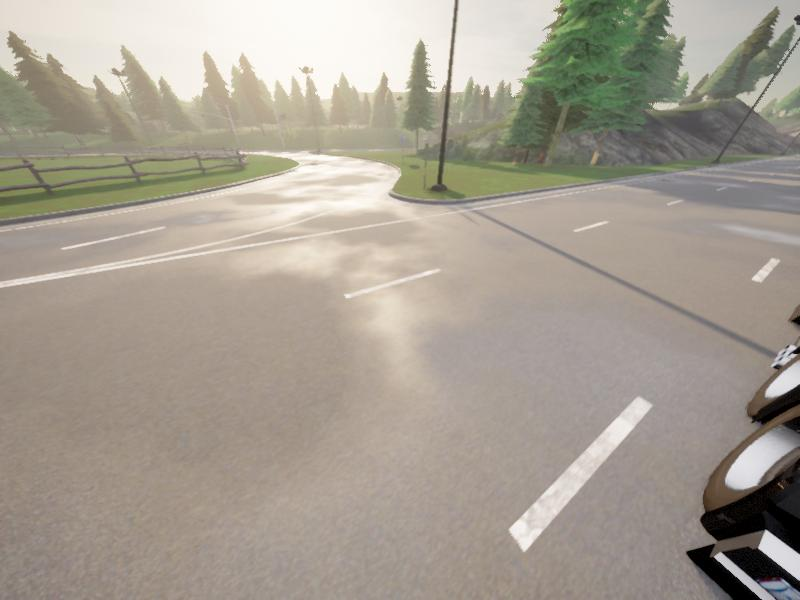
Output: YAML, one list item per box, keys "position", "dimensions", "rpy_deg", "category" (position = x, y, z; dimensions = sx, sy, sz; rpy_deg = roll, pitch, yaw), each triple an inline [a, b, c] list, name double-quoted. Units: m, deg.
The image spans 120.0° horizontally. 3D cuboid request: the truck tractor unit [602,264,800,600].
- position: [5.112, -0.298, 0.787]
  dimensions: [6.516, 4.208, 3.053]
  rpy_deg: [-18, 39, -24]
  category: "truck tractor unit"
